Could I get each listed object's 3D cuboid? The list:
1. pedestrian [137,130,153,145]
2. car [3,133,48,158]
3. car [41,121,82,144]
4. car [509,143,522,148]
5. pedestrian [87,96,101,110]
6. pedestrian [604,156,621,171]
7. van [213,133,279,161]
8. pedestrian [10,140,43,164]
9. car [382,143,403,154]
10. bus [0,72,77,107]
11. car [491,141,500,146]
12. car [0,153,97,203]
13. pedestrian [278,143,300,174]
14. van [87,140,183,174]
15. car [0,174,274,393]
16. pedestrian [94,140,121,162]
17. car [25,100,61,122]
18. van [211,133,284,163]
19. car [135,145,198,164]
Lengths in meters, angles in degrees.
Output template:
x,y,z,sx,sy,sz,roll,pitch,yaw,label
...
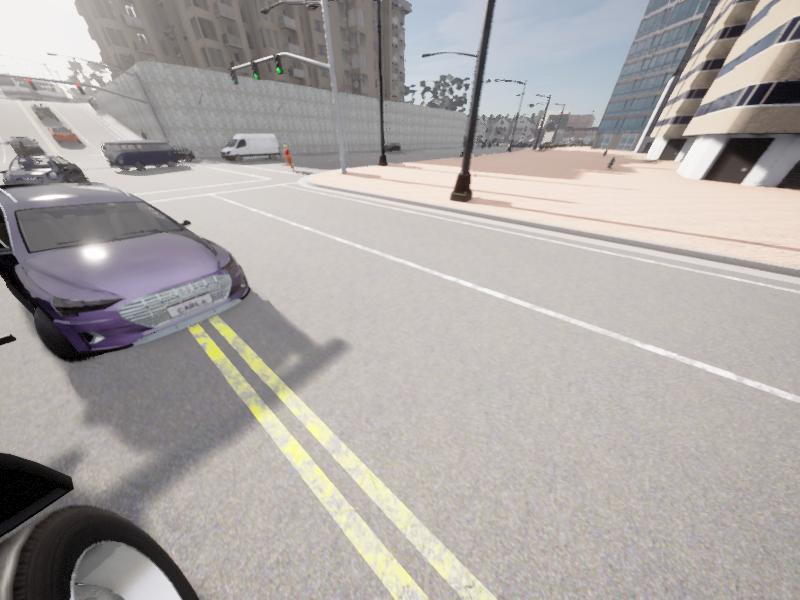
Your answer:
x,y,z,sx,sy,sz,roll,pitch,yaw,label
-37.508,-23.886,33.976,0.751,1.860,0.751,24,42,30,pedestrian
-41.115,-16.993,25.344,5.238,1.638,1.930,29,44,27,car
-45.945,-22.787,31.406,4.553,1.767,2.097,33,45,23,car
35.026,-46.905,70.025,1.895,1.301,4.718,25,42,30,car
-58.693,-37.804,44.364,0.751,1.860,0.751,18,39,23,pedestrian
18.975,-12.221,20.626,0.500,1.100,0.500,-5,35,-8,pedestrian
-18.456,-18.678,28.143,1.988,2.561,5.915,25,42,30,van
-34.274,-13.604,21.236,0.751,1.860,0.751,25,42,30,pedestrian
-1.338,-27.338,41.527,1.789,1.549,3.705,25,42,30,car
-79.450,-45.594,50.394,3.944,4.253,10.273,-5,35,-7,bus
35.272,-57.505,84.929,1.801,1.575,5.366,19,39,24,car
-16.136,-5.687,10.532,1.845,1.501,3.633,-24,42,-30,car
-8.220,-10.465,17.097,0.751,1.860,0.751,22,40,27,pedestrian
-20.375,-11.370,18.187,1.775,1.987,4.442,4,35,6,van
-4.733,-0.873,3.690,4.856,1.649,2.033,18,33,22,car
-29.886,-15.188,23.600,0.751,1.860,0.751,12,37,15,pedestrian
-56.608,-29.981,36.618,4.605,1.855,1.932,35,46,22,car
-16.511,-16.837,25.541,1.988,2.561,5.915,25,42,30,van
-23.930,-15.106,23.921,4.193,1.474,1.816,-23,42,-30,car
